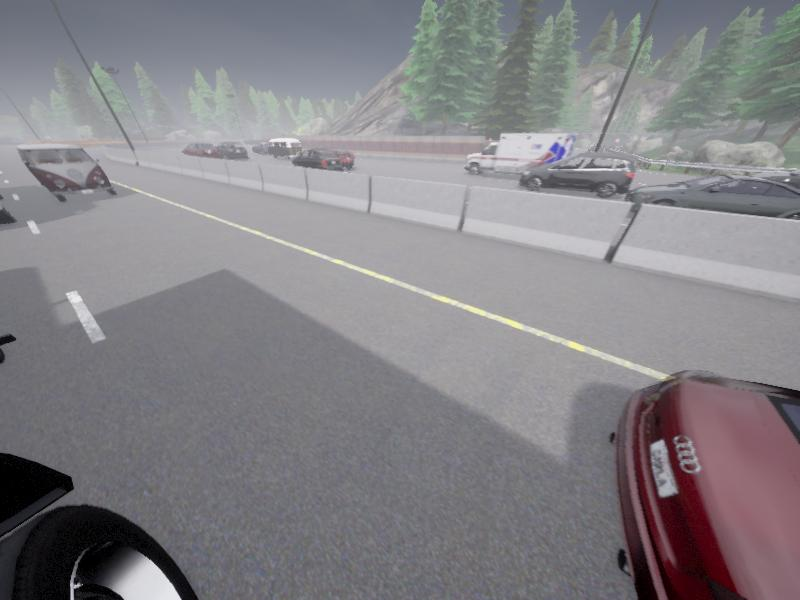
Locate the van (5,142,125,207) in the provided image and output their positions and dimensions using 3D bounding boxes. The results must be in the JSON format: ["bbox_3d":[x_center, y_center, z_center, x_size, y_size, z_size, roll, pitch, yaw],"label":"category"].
[{"bbox_3d":[-14.272,-5.514,9.881,4.442,1.987,1.775,22,40,27],"label":"van"}]

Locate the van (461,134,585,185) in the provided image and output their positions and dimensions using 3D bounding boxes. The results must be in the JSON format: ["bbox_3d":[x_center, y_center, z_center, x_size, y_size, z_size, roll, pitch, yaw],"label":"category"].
[{"bbox_3d":[7.599,-9.272,14.993,6.366,2.431,2.351,22,40,27],"label":"van"}]

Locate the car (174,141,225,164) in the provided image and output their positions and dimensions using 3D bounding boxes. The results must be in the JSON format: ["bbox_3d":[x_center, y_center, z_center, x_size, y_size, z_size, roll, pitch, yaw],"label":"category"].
[{"bbox_3d":[-20.544,-15.211,23.731,4.553,1.767,2.097,21,40,27],"label":"car"}]

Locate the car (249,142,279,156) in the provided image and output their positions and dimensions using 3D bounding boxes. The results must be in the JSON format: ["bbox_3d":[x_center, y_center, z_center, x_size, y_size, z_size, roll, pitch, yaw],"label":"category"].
[{"bbox_3d":[-20.100,-22.294,34.044,3.806,1.475,1.970,23,41,29],"label":"car"}]

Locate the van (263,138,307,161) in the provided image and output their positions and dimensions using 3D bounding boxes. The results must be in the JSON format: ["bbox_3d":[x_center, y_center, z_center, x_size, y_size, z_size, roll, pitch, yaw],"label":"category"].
[{"bbox_3d":[-13.195,-17.288,26.520,4.480,2.038,2.069,22,40,27],"label":"van"}]

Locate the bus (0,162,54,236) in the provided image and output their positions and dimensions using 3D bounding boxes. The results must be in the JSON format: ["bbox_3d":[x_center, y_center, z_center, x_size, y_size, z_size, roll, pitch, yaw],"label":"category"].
[{"bbox_3d":[-15.721,-4.656,6.691,10.273,4.253,3.944,21,40,27],"label":"bus"}]

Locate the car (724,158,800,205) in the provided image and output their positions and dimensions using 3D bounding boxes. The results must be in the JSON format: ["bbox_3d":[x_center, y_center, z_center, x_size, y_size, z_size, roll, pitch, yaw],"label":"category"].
[{"bbox_3d":[17.963,-4.811,9.567,4.892,1.490,1.837,22,41,27],"label":"car"}]

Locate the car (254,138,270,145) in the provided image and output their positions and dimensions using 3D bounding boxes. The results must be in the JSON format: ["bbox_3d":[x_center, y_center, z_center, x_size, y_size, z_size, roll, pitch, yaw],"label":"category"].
[{"bbox_3d":[-41.766,-47.984,69.935,1.845,1.501,3.633,11,37,15],"label":"car"}]

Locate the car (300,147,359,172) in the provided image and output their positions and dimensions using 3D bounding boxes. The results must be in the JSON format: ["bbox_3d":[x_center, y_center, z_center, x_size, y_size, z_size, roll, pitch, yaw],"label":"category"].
[{"bbox_3d":[-5.859,-11.758,19.189,4.514,1.525,2.007,21,40,27],"label":"car"}]

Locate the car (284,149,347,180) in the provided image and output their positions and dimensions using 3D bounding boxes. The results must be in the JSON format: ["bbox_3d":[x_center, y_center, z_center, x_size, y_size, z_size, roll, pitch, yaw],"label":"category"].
[{"bbox_3d":[-5.698,-9.275,15.641,3.705,1.549,1.789,21,40,27],"label":"car"}]

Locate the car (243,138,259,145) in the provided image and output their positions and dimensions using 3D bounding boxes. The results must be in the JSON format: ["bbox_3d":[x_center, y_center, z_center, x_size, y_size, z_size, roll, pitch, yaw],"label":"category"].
[{"bbox_3d":[-45.297,-48.230,70.268,1.789,1.549,3.705,10,37,13],"label":"car"}]

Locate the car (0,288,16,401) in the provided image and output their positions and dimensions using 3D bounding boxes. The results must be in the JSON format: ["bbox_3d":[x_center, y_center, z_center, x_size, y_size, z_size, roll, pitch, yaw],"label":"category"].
[{"bbox_3d":[-6.539,0.031,2.254,4.553,1.767,2.097,21,40,27],"label":"car"}]

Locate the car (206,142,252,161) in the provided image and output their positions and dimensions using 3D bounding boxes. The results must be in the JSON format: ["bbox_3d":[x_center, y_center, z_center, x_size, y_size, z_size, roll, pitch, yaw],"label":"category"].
[{"bbox_3d":[-19.872,-17.332,26.849,4.611,1.667,2.242,22,40,27],"label":"car"}]

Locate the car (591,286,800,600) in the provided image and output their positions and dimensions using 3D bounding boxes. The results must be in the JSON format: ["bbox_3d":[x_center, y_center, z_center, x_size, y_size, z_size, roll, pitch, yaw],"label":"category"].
[{"bbox_3d":[3.222,1.621,0.446,4.181,1.385,1.994,22,40,27],"label":"car"}]

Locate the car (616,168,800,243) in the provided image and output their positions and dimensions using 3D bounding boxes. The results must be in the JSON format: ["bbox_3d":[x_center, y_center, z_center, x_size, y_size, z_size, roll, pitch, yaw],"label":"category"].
[{"bbox_3d":[9.784,-3.106,7.194,4.181,1.385,1.994,21,40,27],"label":"car"}]

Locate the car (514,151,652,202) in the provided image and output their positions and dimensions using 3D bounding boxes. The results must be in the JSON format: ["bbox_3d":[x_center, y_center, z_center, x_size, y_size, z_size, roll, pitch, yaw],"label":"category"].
[{"bbox_3d":[8.498,-6.172,11.262,4.611,1.667,2.242,21,40,27],"label":"car"}]
